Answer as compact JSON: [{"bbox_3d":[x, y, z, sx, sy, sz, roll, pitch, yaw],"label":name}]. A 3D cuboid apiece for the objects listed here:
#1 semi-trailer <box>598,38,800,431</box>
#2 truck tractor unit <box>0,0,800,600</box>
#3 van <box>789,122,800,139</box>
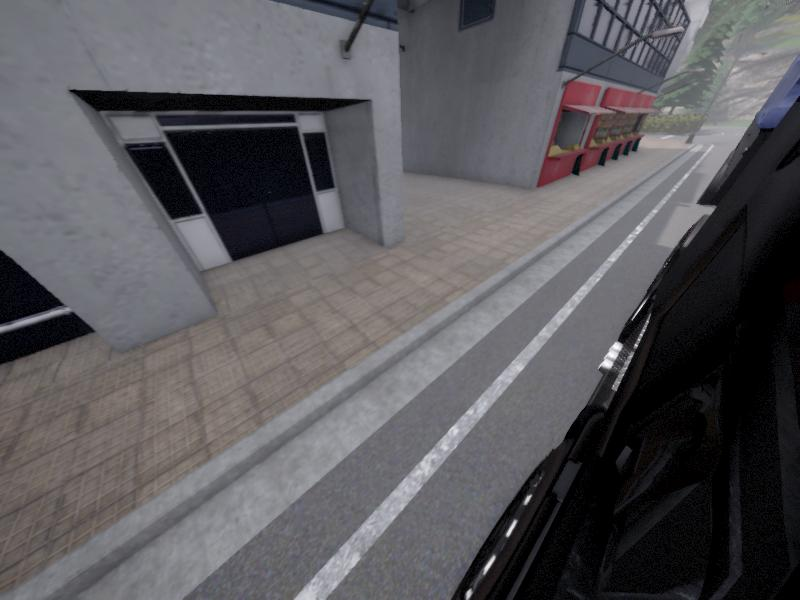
[{"bbox_3d":[8.702,-3.603,4.225,14.254,4.402,2.717,-28,44,-30],"label":"semi-trailer"},{"bbox_3d":[2.645,-0.295,0.351,6.516,4.208,3.053,-28,44,-30],"label":"truck tractor unit"},{"bbox_3d":[36.758,-15.452,20.228,4.442,1.987,1.775,-28,44,-31],"label":"van"}]
